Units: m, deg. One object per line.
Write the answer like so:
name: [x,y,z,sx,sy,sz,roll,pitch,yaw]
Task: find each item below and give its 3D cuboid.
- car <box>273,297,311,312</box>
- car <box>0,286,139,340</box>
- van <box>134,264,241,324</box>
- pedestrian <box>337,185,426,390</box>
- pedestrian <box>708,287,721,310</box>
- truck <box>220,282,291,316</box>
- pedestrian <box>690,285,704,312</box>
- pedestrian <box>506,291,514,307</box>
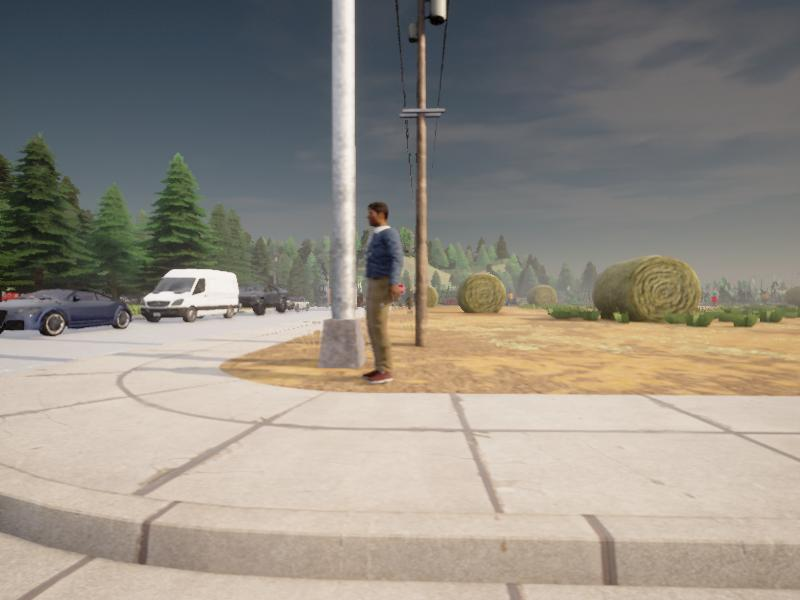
car: [-9.483,0.368,35.436,1.895,1.301,4.718,0,0,3]
car: [-10.582,0.333,12.495,1.994,1.385,4.181,0,0,3]
van: [-10.221,-0.252,19.971,1.988,2.561,5.915,0,0,3]
pedestrian: [-0.218,-0.112,4.091,0.751,1.860,0.751,0,0,-17]
pedestrian: [25.252,-0.122,32.100,0.751,1.860,0.751,0,0,-43]
truck: [-9.818,-0.033,27.840,2.390,2.098,6.274,0,0,3]
pedestrian: [21.010,-0.122,28.299,0.751,1.860,0.751,0,0,43]
pedestrian: [12.498,-0.118,45.314,0.751,1.860,0.751,0,0,28]
